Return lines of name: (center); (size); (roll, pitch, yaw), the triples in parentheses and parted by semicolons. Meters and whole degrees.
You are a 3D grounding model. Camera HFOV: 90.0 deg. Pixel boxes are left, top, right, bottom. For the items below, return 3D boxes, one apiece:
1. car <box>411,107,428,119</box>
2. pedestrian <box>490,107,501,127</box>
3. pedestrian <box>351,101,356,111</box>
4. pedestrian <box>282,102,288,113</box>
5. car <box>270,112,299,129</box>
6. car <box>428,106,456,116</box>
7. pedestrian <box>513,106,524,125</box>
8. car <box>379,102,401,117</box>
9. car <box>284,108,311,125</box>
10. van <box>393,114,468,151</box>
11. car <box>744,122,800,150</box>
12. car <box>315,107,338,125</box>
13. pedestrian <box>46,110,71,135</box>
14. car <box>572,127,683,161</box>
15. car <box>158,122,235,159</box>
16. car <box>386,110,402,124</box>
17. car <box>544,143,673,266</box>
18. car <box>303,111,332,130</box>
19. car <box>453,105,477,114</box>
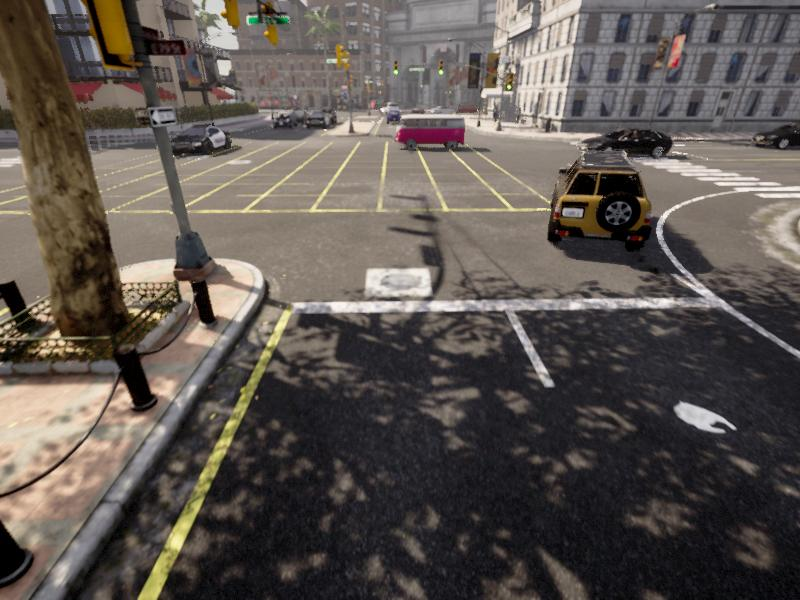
car: (2.960, -28.611, 61.034); (1.882, 1.535, 5.008); (5, 27, 10)
pedestrian: (9.791, -18.791, 41.044); (0.751, 1.860, 0.751); (-2, 27, -4)
pedestrian: (-10.147, -42.317, 87.161); (0.751, 1.860, 0.751); (5, 27, 9)
pedestrian: (-22.921, -38.475, 79.989); (0.751, 1.860, 0.751); (0, 27, 1)
car: (-12.103, -18.963, 42.223); (1.970, 1.475, 3.806); (0, 27, -1)
car: (7.205, -32.312, 68.379); (4.674, 1.442, 1.812); (-21, 34, -35)
pedestrian: (12.955, -20.194, 43.787); (0.751, 1.860, 0.751); (-2, 27, -3)
car: (-1.715, -31.628, 66.400); (2.150, 2.045, 5.566); (-8, 28, -15)
car: (-12.202, -22.077, 48.143); (1.930, 1.638, 5.238); (0, 27, -1)
van: (1.809, -10.548, 25.157); (4.442, 1.987, 1.775); (-1, 27, -1)
car: (25.487, -10.556, 25.679); (4.892, 1.490, 1.837); (-1, 27, -1)
car: (-8.694, -21.927, 47.584); (1.932, 1.855, 4.605); (0, 27, -1)
pedestrian: (-28.188, -14.671, 33.032); (0.751, 1.860, 0.751); (-1, 27, -2)
car: (12.225, -8.513, 21.700); (4.892, 1.490, 1.837); (-4, 27, -8)
car: (-11.807, -9.568, 23.751); (2.038, 1.542, 4.974); (0, 28, -1)
car: (-0.719, -22.602, 49.371); (1.812, 1.442, 4.674); (0, 27, -1)
car: (4.778, -2.606, 9.712); (1.932, 1.855, 4.605); (8, 28, 20)
car: (-8.606, -18.931, 42.096); (2.038, 1.542, 4.974); (0, 27, -1)
car: (12.556, -36.790, 77.101); (4.193, 1.474, 1.816); (0, 27, 0)
